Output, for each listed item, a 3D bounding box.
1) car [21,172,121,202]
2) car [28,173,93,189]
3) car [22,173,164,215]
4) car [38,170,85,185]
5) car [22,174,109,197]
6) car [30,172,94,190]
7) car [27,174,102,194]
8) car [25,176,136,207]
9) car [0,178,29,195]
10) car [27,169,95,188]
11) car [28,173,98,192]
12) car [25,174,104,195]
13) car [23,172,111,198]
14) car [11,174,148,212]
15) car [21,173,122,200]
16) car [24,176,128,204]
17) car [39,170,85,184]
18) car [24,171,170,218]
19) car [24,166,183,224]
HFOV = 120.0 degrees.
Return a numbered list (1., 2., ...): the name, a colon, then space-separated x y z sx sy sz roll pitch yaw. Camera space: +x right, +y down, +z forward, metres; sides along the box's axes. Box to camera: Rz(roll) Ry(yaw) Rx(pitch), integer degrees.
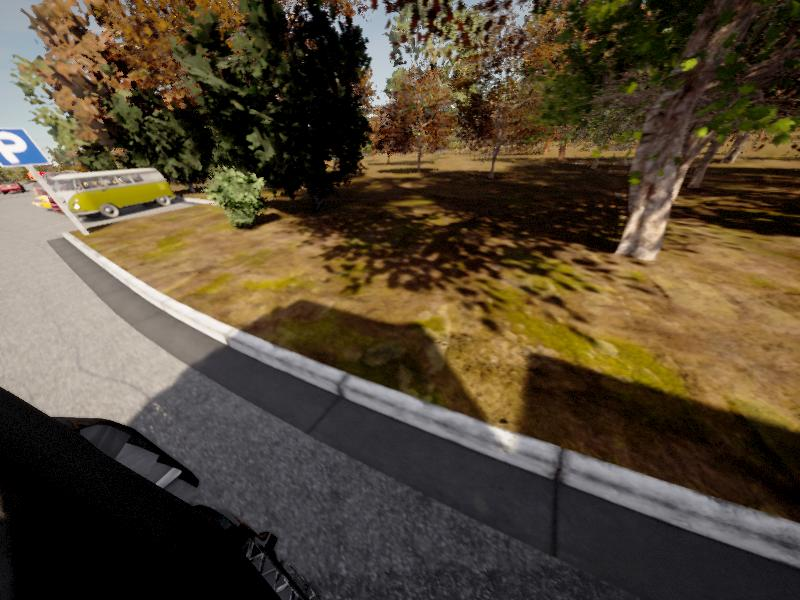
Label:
1. car: -29.628 -10.412 21.086 2.185 1.767 4.553 6 35 15
2. car: -53.385 -18.882 36.541 1.946 1.575 5.366 8 36 17
3. car: -19.805 -7.209 15.440 1.946 1.575 5.366 5 35 14
4. car: -65.032 -23.652 44.520 1.878 1.987 4.442 8 36 17
5. car: -36.830 -12.830 25.711 2.097 1.535 5.008 6 35 16
6. car: -48.672 -17.274 33.409 2.185 1.767 4.553 7 36 17
7. car: -41.577 -14.544 28.841 2.163 1.488 4.792 7 35 16
8. car: -24.748 -8.663 18.235 2.002 1.452 4.674 5 35 14
9. car: -53.726 -15.706 31.920 3.988 1.617 1.851 21 42 32
10. car: -55.675 -20.110 38.174 2.435 2.045 5.566 7 36 17
11. car: -46.311 -16.296 31.918 2.097 1.535 5.008 7 36 17
12. car: -39.212 -13.644 27.240 2.163 1.488 4.792 7 35 16
13. car: -34.425 -12.109 24.146 2.185 1.767 4.553 6 35 15
14. car: -22.344 -7.796 16.598 1.946 1.575 5.366 5 35 14
15. car: -31.979 -11.257 22.826 1.946 1.575 5.366 6 35 15
16. car: -27.185 -9.471 19.711 2.002 1.452 4.674 5 35 14
17. car: -67.365 -24.563 46.133 1.878 1.987 4.442 8 36 17
18. car: -17.402 -6.405 13.754 2.185 1.767 4.553 5 35 13
19. car: -14.949 -5.668 12.200 1.878 1.987 4.442 5 35 13
